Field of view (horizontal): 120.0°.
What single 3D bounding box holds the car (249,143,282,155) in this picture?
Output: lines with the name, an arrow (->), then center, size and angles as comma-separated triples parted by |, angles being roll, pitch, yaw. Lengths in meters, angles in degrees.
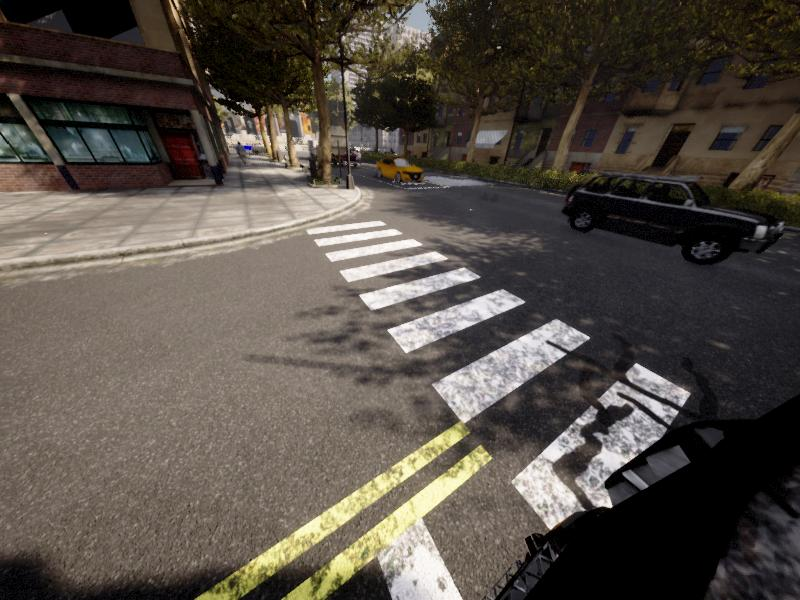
car -> -24.418, -27.603, 42.184 | 4.611, 1.667, 2.242 | -4, 34, -11

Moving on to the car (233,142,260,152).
car -> -32.809, -32.694, 49.351 | 4.514, 1.525, 2.007 | -16, 38, -26

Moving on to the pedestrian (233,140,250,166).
pedestrian -> -14.114, -13.106, 20.627 | 0.751, 1.860, 0.751 | -16, 38, -27

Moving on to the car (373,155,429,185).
car -> -0.134, -10.046, 17.695 | 1.882, 1.535, 5.008 | -16, 38, -26

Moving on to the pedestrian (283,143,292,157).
pedestrian -> -18.724, -24.997, 38.478 | 0.751, 1.860, 0.751 | -18, 39, -28

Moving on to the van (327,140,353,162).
van -> -9.555, -23.544, 36.418 | 1.988, 2.561, 5.915 | -16, 38, -26

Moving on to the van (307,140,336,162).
van -> -11.591, -21.906, 33.894 | 2.351, 2.431, 6.366 | -15, 38, -25

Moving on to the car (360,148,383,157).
car -> -6.879, -35.661, 55.719 | 5.027, 1.651, 2.152 | -16, 38, -26

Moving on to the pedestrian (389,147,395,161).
pedestrian -> -1.362, -24.390, 38.615 | 0.751, 1.860, 0.751 | -16, 38, -26

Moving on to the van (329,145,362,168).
van -> -6.227, -16.236, 26.111 | 2.069, 2.038, 4.480 | -16, 38, -26

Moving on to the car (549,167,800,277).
car -> 7.582, -2.675, 6.863 | 1.932, 1.855, 4.605 | -16, 38, -26

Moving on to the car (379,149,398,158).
car -> -2.752, -34.538, 54.357 | 3.988, 1.617, 1.851 | -17, 38, -27
